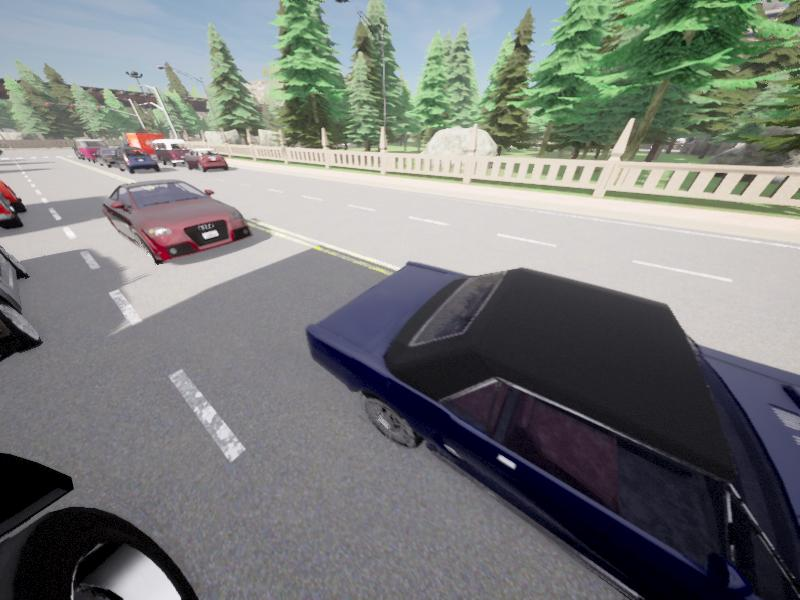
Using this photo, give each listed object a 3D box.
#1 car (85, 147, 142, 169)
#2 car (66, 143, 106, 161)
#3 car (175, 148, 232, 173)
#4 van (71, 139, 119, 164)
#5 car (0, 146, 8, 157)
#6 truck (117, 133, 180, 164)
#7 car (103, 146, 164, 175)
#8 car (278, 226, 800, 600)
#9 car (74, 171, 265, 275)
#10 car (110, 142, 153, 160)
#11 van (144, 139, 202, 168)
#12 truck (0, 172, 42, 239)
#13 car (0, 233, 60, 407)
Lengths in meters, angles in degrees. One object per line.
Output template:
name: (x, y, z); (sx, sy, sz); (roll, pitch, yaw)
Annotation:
car: (-25.682, -12.799, 20.694); (5.357, 1.411, 2.033); (22, 41, 28)
car: (-36.220, -17.151, 26.658); (3.705, 1.549, 1.789); (22, 41, 28)
car: (-15.673, -11.220, 18.454); (3.806, 1.475, 1.970); (22, 41, 28)
van: (-31.499, -15.407, 23.841); (4.442, 1.987, 1.775); (22, 41, 28)
car: (-53.631, -18.648, 28.594); (2.152, 1.651, 5.027); (22, 41, 28)
truck: (-26.471, -16.022, 24.331); (5.204, 2.467, 2.627); (22, 41, 28)
car: (-20.146, -10.633, 17.475); (3.988, 1.617, 1.851); (22, 41, 28)
car: (1.516, 0.772, 1.710); (4.718, 1.301, 1.895); (22, 41, 28)
car: (-5.786, -2.224, 5.847); (4.181, 1.385, 1.994); (21, 40, 27)
car: (-32.618, -18.175, 28.075); (4.856, 1.649, 2.033); (22, 41, 28)
van: (-20.790, -13.533, 21.211); (4.480, 2.038, 2.069); (22, 41, 28)
truck: (-13.158, -3.223, 6.248); (5.204, 2.467, 2.627); (22, 41, 28)
car: (-6.541, -0.185, 2.723); (5.238, 1.638, 1.930); (22, 41, 28)
